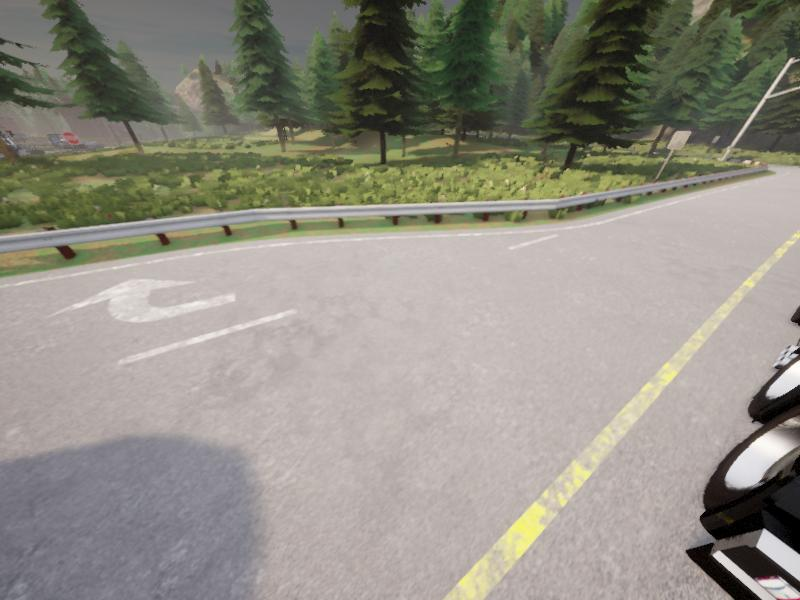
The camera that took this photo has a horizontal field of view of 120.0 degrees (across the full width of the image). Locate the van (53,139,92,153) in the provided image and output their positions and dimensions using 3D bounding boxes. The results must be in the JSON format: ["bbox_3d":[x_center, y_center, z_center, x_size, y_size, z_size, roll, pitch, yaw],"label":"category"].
[{"bbox_3d":[-58.309,-27.532,41.283,2.069,2.038,4.480,-18,39,-24],"label":"van"}]

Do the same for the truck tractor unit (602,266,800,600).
[{"bbox_3d":[5.112,-0.300,0.779,6.516,4.208,3.053,-18,39,-24],"label":"truck tractor unit"}]

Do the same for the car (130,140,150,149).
[{"bbox_3d":[-66.660,-40.025,59.292,1.905,1.878,3.866,-18,39,-24],"label":"car"}]

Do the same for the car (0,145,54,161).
[{"bbox_3d":[-45.078,-17.934,28.060,1.845,1.501,3.633,-18,39,-24],"label":"car"}]

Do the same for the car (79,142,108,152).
[{"bbox_3d":[-62.137,-31.204,46.986,1.837,1.490,4.892,-18,39,-24],"label":"car"}]

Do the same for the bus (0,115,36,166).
[{"bbox_3d":[-40.578,-14.347,20.567,3.944,4.253,10.273,-18,39,-24],"label":"bus"}]
